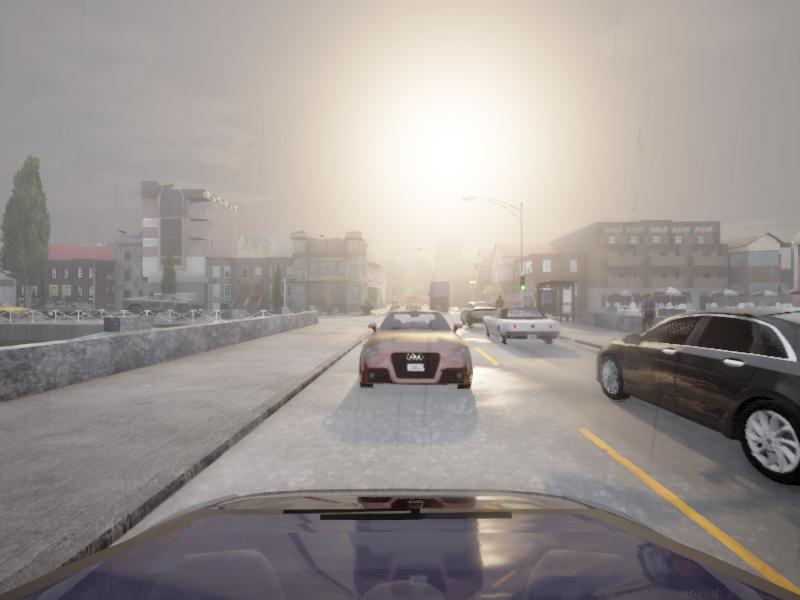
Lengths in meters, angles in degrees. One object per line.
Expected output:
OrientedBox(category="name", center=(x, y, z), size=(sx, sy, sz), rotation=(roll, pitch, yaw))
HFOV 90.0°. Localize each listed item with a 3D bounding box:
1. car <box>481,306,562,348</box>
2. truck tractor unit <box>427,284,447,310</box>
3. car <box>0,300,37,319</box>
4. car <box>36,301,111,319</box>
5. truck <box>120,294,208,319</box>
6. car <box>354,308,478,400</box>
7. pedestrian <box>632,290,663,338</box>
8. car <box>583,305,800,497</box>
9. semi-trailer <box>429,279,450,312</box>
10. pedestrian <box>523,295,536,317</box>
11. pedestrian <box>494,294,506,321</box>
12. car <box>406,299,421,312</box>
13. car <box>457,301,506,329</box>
OrientedBox(category="car", center=(4.563, 0.944, 15.788), size=(1.895, 1.301, 4.718), rotation=(0, 0, 2))
OrientedBox(category="truck tractor unit", center=(6.358, -0.522, 69.811), size=(3.053, 4.208, 6.516), rotation=(0, 0, 2))
OrientedBox(category="car", center=(-35.539, 0.801, 35.340), size=(5.366, 1.575, 1.801), rotation=(0, 0, 2))
OrientedBox(category="car", center=(-28.550, 0.836, 35.105), size=(4.902, 1.511, 2.128), rotation=(0, 0, 2))
OrientedBox(category="truck", center=(-20.415, 0.542, 34.832), size=(6.274, 2.098, 2.390), rotation=(0, 0, 2))
OrientedBox(category="car", center=(0.314, 0.906, 8.501), size=(1.994, 1.385, 4.181), rotation=(0, 0, 2))
OrientedBox(category="pedestrian", center=(9.824, 0.533, 15.890), size=(0.751, 1.860, 0.751), rotation=(0, 0, 2))
OrientedBox(category="car", center=(4.200, 0.844, 4.862), size=(1.837, 1.490, 4.892), rotation=(0, 0, 2))
OrientedBox(category="semi-trailer", center=(5.906, -0.618, 61.911), size=(2.717, 4.402, 14.254), rotation=(0, 0, 4))
OrientedBox(category="pedestrian", center=(11.321, 0.536, 35.029), size=(0.751, 1.860, 0.751), rotation=(0, 0, -34))
OrientedBox(category="pedestrian", center=(7.233, 0.533, 28.901), size=(0.751, 1.860, 0.751), rotation=(0, 0, 19))
OrientedBox(category="car", center=(1.929, 0.694, 56.940), size=(2.097, 1.767, 4.553), rotation=(0, 0, 2))
OrientedBox(category="car", center=(4.800, 0.837, 24.257), size=(2.128, 1.511, 4.902), rotation=(0, 0, 2))
